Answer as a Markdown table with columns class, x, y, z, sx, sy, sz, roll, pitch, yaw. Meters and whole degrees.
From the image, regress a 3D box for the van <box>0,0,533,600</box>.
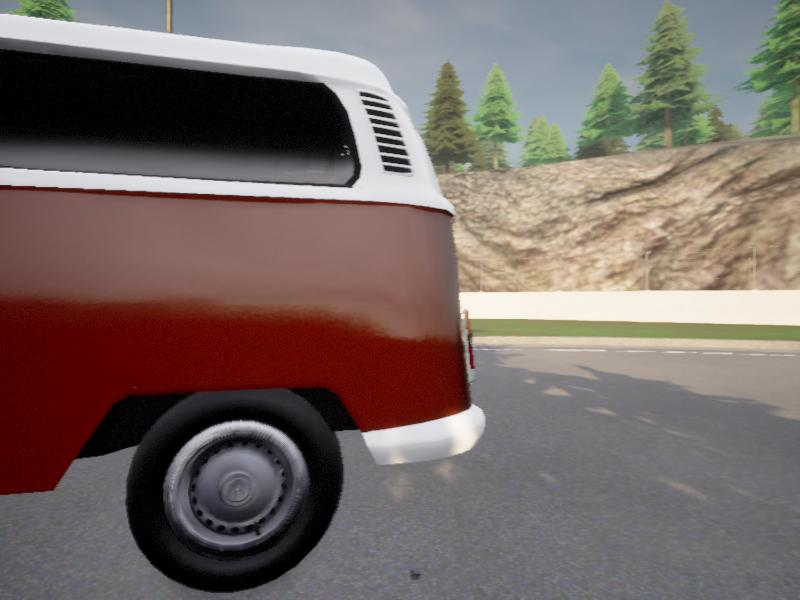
| class | x | y | z | sx | sy | sz | roll | pitch | yaw |
| --- | --- | --- | --- | --- | --- | --- | --- | --- | --- |
| van | -1.970 | -0.039 | 1.894 | 4.480 | 2.038 | 2.069 | 0 | -1 | -12 |
